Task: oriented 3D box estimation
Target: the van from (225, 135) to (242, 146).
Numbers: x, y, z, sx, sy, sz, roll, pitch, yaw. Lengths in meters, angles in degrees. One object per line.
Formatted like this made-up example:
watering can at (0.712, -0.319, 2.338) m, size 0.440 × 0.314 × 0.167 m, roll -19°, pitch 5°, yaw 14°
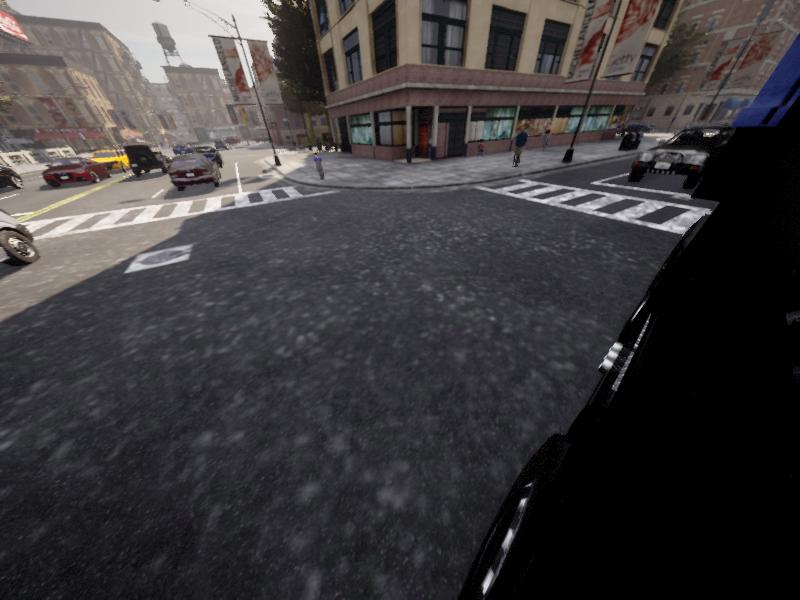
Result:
van at (-41.073, -39.558, 57.151) m, size 1.775 × 1.987 × 4.442 m, roll -10°, pitch 38°, yaw -10°

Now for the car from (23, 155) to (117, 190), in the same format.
car at (-20.838, -8.356, 14.896) m, size 1.994 × 1.385 × 4.181 m, roll -22°, pitch 41°, yaw -24°

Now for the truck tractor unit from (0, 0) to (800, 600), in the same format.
truck tractor unit at (2.645, -0.295, 0.351) m, size 6.516 × 4.208 × 3.053 m, roll -28°, pitch 44°, yaw -30°

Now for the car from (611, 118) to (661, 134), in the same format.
car at (35.539, -26.228, 34.883) m, size 2.097 × 1.767 × 4.553 m, roll -22°, pitch 41°, yaw -24°

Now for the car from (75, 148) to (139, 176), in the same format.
car at (-24.400, -11.774, 19.522) m, size 1.882 × 1.535 × 5.008 m, roll -22°, pitch 41°, yaw -24°

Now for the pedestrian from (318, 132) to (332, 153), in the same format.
pedestrian at (-8.197, -17.328, 25.362) m, size 0.751 × 1.860 × 0.751 m, roll 10°, pitch 39°, yaw 17°

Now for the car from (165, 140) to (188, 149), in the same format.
car at (-54.886, -38.316, 56.784) m, size 2.002 × 1.452 × 4.674 m, roll -8°, pitch 37°, yaw -8°

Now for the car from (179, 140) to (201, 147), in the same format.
car at (-55.742, -41.635, 61.378) m, size 1.895 × 1.301 × 4.718 m, roll -2°, pitch 37°, yaw 0°

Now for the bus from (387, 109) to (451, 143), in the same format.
bus at (3.335, -30.237, 40.142) m, size 10.273 × 4.253 × 3.944 m, roll -21°, pitch 41°, yaw -23°

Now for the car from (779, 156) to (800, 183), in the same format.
car at (17.113, -5.373, 8.523) m, size 4.792 × 1.488 × 2.163 m, roll -20°, pitch 40°, yaw -22°

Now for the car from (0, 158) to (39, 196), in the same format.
car at (-22.953, -6.391, 12.290) m, size 2.128 × 1.511 × 4.902 m, roll -21°, pitch 41°, yaw -23°

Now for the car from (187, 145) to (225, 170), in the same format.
car at (-16.444, -12.330, 19.828) m, size 1.816 × 1.474 × 4.193 m, roll -21°, pitch 41°, yaw -23°

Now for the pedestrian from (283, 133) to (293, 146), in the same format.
pedestrian at (-19.348, -27.789, 39.968) m, size 0.751 × 1.860 × 0.751 m, roll 21°, pitch 43°, yaw 28°

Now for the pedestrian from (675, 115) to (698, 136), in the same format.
pedestrian at (31.478, -19.179, 25.400) m, size 0.751 × 1.860 × 0.751 m, roll -21°, pitch 41°, yaw -23°

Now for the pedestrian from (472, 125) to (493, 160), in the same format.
pedestrian at (5.530, -10.630, 15.607) m, size 0.751 × 1.860 × 0.751 m, roll -23°, pitch 42°, yaw -25°

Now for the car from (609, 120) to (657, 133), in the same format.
car at (37.695, -28.143, 37.515) m, size 1.882 × 1.535 × 5.008 m, roll -23°, pitch 41°, yaw -24°

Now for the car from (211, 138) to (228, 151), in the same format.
car at (-32.255, -27.909, 41.421) m, size 1.851 × 1.617 × 3.988 m, roll -22°, pitch 41°, yaw -24°

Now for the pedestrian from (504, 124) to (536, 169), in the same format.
pedestrian at (6.149, -7.854, 11.874) m, size 0.751 × 1.860 × 0.751 m, roll -24°, pitch 42°, yaw -26°

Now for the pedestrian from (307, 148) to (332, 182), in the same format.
pedestrian at (-3.854, -6.487, 11.133) m, size 0.751 × 1.300 × 0.751 m, roll -6°, pitch 37°, yaw -5°

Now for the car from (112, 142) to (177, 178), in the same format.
car at (-18.509, -10.400, 17.039) m, size 1.905 × 1.878 × 3.866 m, roll -21°, pitch 41°, yaw -23°

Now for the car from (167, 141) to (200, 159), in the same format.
car at (-28.102, -19.680, 30.201) m, size 2.152 × 1.651 × 5.027 m, roll -21°, pitch 41°, yaw -23°

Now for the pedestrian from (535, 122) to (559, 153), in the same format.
pedestrian at (11.185, -12.403, 17.622) m, size 0.751 × 1.860 × 0.751 m, roll -18°, pitch 40°, yaw -20°

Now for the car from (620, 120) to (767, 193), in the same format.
car at (11.248, -5.668, 8.932) m, size 4.605 × 1.855 × 1.932 m, roll -21°, pitch 41°, yaw -23°

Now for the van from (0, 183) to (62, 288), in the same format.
van at (-8.248, -0.610, 2.842) m, size 1.988 × 2.561 × 5.915 m, roll -21°, pitch 41°, yaw -23°

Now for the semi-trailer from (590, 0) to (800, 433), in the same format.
semi-trailer at (9.201, -3.203, 3.660) m, size 14.254 × 4.402 × 2.717 m, roll -22°, pitch 41°, yaw -24°

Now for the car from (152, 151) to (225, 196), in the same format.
car at (-11.142, -7.108, 12.620) m, size 2.033 × 1.411 × 5.357 m, roll -21°, pitch 41°, yaw -23°
